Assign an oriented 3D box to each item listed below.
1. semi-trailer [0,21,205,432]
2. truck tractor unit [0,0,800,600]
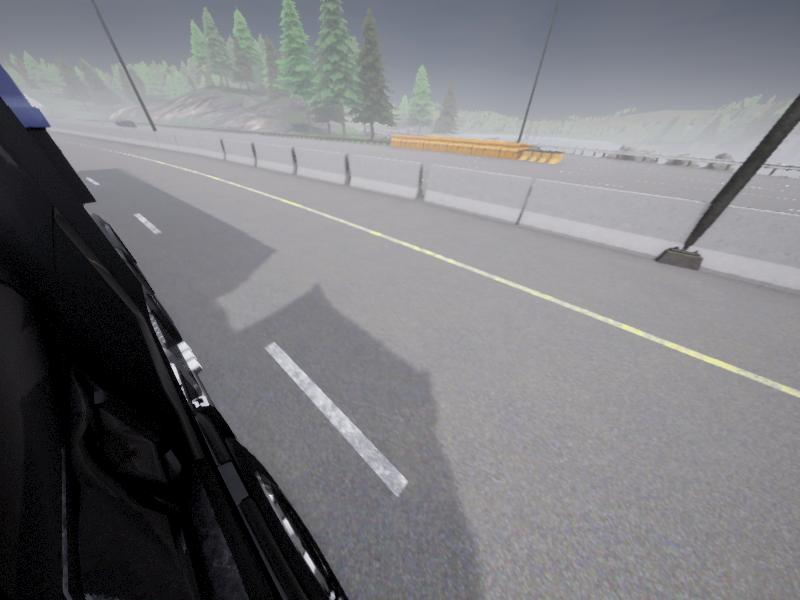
[{"bbox_3d":[-8.891,-3.460,4.038,14.254,4.402,2.717,26,43,28],"label":"semi-trailer"},{"bbox_3d":[-2.645,-0.295,0.352,6.516,4.208,3.053,28,44,30],"label":"truck tractor unit"}]
